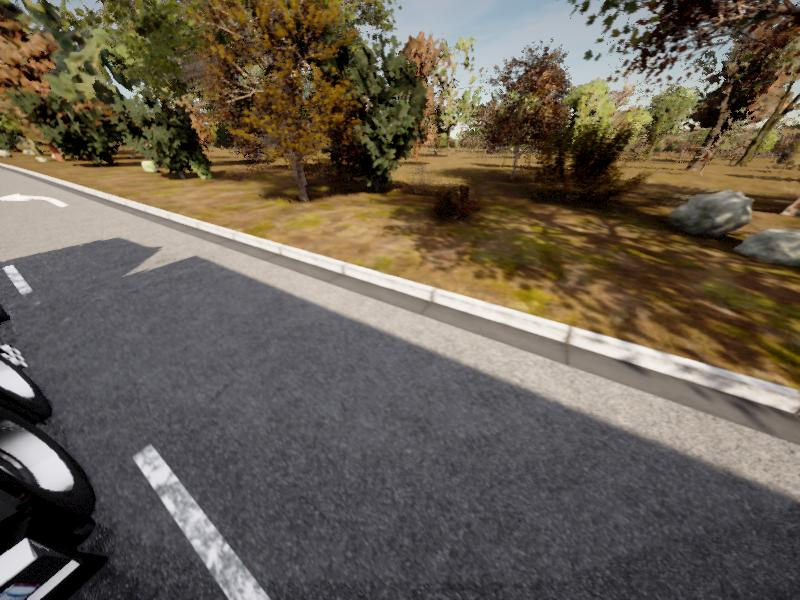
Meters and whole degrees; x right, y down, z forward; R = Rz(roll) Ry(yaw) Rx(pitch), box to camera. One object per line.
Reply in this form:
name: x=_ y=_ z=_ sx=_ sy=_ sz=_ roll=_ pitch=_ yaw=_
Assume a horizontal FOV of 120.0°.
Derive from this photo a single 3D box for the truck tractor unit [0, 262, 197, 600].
truck tractor unit: x=-5.106 y=-0.307 z=0.779 sx=6.516 sy=4.208 sz=3.053 roll=19 pitch=39 yaw=24
